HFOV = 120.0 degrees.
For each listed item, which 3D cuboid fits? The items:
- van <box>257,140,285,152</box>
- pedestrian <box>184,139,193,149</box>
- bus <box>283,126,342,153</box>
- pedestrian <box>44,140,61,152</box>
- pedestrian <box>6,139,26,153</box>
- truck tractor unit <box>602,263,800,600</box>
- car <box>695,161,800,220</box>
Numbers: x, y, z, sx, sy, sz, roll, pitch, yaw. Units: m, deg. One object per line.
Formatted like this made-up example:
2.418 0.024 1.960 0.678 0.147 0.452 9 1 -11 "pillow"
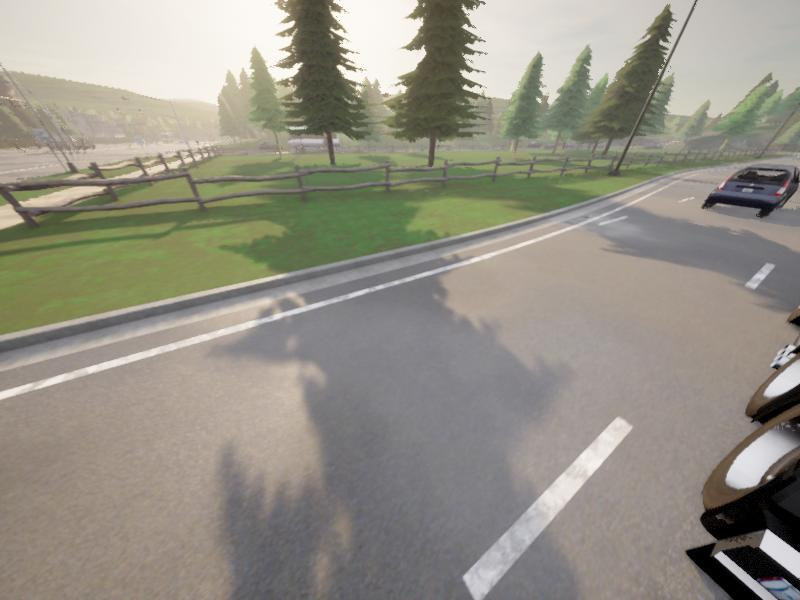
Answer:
-26.569 -31.749 47.691 4.442 1.987 1.775 -18 39 -24 "van"
-49.357 -36.363 53.846 0.751 1.860 0.751 -13 37 -18 "pedestrian"
-17.867 -33.095 47.746 10.273 4.253 3.944 -18 39 -24 "bus"
-62.457 -27.686 41.484 0.751 1.860 0.751 -23 41 -30 "pedestrian"
-65.694 -26.371 39.551 0.751 1.860 0.751 -23 41 -30 "pedestrian"
5.118 -0.290 0.790 6.516 4.208 3.053 -18 39 -24 "truck tractor unit"
14.588 -4.593 9.408 3.988 1.617 1.851 -18 39 -24 "car"
